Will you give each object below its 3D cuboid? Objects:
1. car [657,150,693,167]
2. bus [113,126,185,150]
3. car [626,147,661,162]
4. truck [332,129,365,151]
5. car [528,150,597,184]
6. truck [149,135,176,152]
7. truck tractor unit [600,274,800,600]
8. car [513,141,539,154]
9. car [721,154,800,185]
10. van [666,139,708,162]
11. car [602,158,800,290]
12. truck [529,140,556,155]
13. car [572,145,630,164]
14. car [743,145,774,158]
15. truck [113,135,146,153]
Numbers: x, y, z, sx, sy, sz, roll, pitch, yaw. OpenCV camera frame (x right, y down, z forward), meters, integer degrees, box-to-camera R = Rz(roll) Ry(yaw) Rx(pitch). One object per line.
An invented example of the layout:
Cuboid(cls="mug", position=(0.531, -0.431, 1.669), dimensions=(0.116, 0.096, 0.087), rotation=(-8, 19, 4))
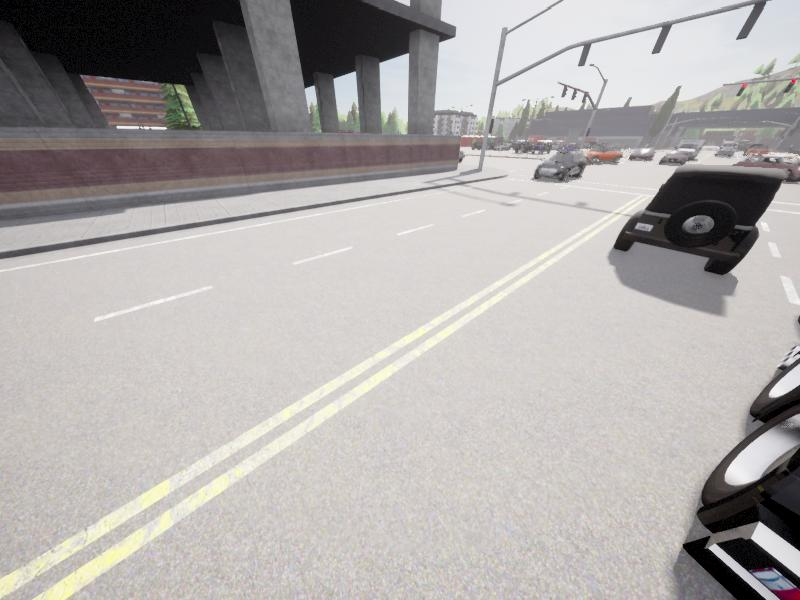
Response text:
Cuboid(cls="car", position=(30.826, -15.923, 25.878), dimensions=(4.181, 1.385, 1.994), rotation=(-27, 43, -34))
Cuboid(cls="bus", position=(-57.559, -37.588, 53.667), dimensions=(10.273, 4.253, 3.944), rotation=(-25, 42, -32))
Cuboid(cls="car", position=(32.807, -19.611, 31.088), dimensions=(4.792, 1.488, 2.163), rotation=(-26, 43, -32))
Cuboid(cls="truck", position=(-11.395, -35.481, 51.323), dimensions=(2.891, 3.827, 8.468), rotation=(-26, 43, -32))
Cuboid(cls="car", position=(11.324, -9.358, 16.056), dimensions=(4.856, 1.649, 2.033), rotation=(-26, 43, -32))
Cuboid(cls="truck", position=(-44.253, -29.197, 43.037), dimensions=(2.615, 2.467, 5.204), rotation=(-26, 42, -32))
Cuboid(cls="truck tractor unit", position=(5.128, -0.283, 0.756), dimensions=(6.516, 4.208, 3.053), rotation=(-18, 39, -23))
Cuboid(cls="car", position=(23.127, -28.023, 42.446), dimensions=(4.605, 1.855, 1.932), rotation=(-26, 42, -32))
Cuboid(cls="car", position=(25.660, -9.009, 15.779), dimensions=(1.970, 1.475, 3.806), rotation=(-1, 35, -1))
Cuboid(cls="van", position=(39.454, -20.569, 31.691), dimensions=(6.366, 2.431, 2.351), rotation=(-26, 43, -32))
Cuboid(cls="car", position=(6.881, -2.074, 5.368), dimensions=(3.866, 1.878, 1.905), rotation=(-26, 43, -32))
Cuboid(cls="truck", position=(25.044, -26.851, 40.617), dimensions=(4.478, 2.038, 2.069), rotation=(-26, 42, -32))
Cuboid(cls="car", position=(22.900, -16.670, 26.461), dimensions=(4.553, 1.767, 2.097), rotation=(-4, 35, -7))
Cuboid(cls="car", position=(60.663, -25.249, 39.139), dimensions=(4.553, 1.767, 2.097), rotation=(-26, 43, -32))
Cuboid(cls="truck", position=(-47.549, -27.621, 40.749), dimensions=(2.615, 2.467, 5.204), rotation=(-26, 42, -32))
